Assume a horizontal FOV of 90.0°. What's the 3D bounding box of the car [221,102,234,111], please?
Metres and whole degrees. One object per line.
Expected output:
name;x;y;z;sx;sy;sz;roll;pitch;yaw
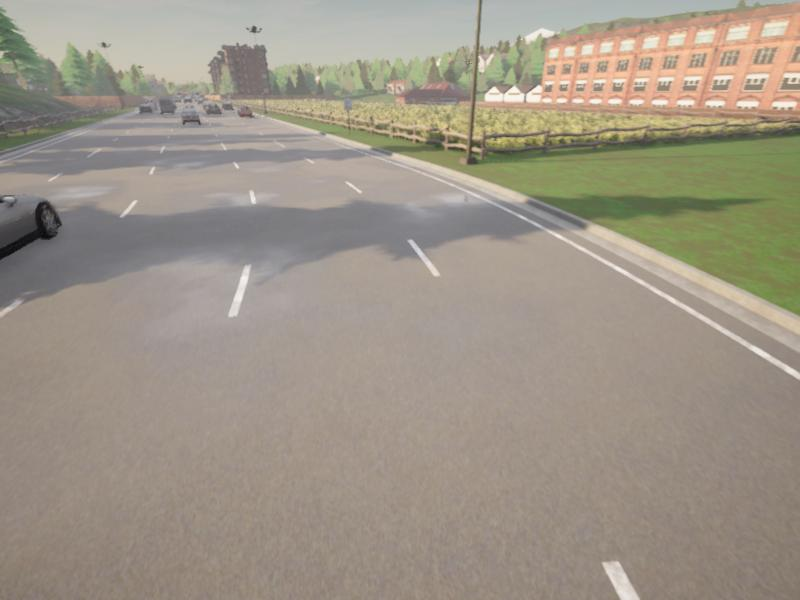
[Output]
car;-35.448;-39.734;82.102;1.837;1.490;4.892;-12;30;-22

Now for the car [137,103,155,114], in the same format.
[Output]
car;-45.072;-34.098;71.082;1.930;1.638;5.238;-12;30;-22

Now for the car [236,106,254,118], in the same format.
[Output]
car;-22.049;-26.728;56.811;1.845;1.501;3.633;-12;30;-22

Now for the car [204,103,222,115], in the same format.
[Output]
car;-31.514;-32.198;67.447;2.242;1.667;4.611;-12;30;-22

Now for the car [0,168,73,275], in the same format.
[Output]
car;-8.757;-1.499;7.924;1.970;1.475;3.806;-7;28;-12

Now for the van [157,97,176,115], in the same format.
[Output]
van;-39.681;-33.063;68.023;1.988;2.561;5.915;-12;30;-22

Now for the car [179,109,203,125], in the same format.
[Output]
car;-23.888;-20.897;45.670;2.033;1.411;5.357;-12;30;-22
